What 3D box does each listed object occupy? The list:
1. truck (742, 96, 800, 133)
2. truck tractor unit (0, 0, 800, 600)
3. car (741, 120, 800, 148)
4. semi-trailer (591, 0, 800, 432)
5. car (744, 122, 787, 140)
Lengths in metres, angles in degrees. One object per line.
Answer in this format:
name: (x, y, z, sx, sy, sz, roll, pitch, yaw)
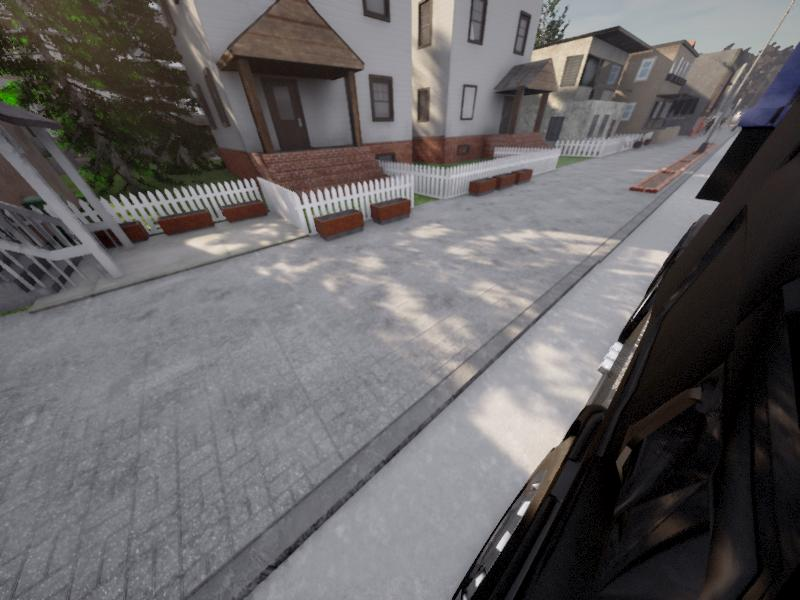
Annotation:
truck: (53.954, -26.848, 33.692, 8.468, 3.827, 2.891, -28, 43, -30)
truck tractor unit: (2.645, -0.295, 0.352, 6.516, 4.208, 3.053, -28, 44, -30)
car: (30.641, -13.829, 19.226, 5.238, 1.638, 1.930, -28, 44, -30)
semi-trailer: (9.102, -3.273, 3.816, 14.254, 4.402, 2.717, -23, 41, -25)
car: (39.528, -18.339, 25.057, 4.181, 1.385, 1.994, -28, 43, -30)
